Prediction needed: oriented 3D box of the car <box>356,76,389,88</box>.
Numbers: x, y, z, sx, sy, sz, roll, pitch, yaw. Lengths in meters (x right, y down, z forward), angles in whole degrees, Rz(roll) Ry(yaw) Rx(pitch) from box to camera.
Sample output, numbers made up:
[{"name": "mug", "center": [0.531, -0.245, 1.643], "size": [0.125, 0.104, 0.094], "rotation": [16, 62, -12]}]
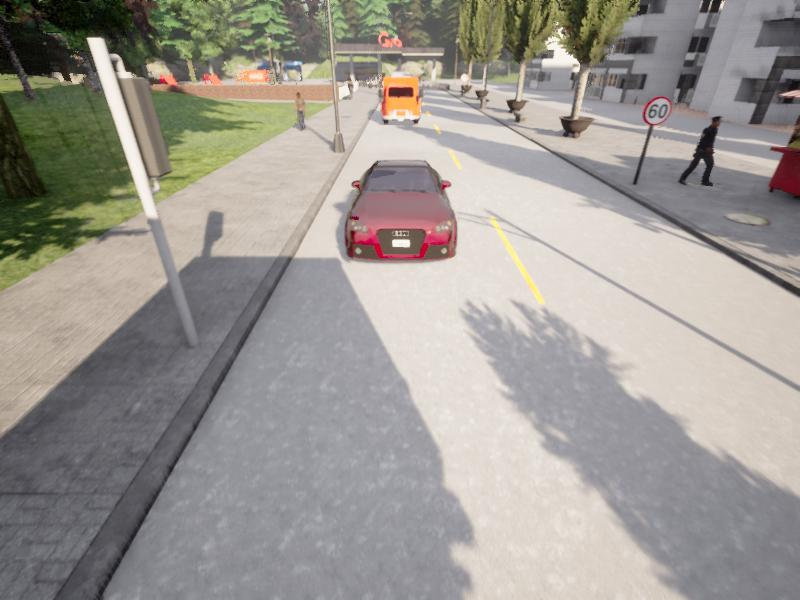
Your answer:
[{"name": "car", "center": [-4.503, -35.627, 65.360], "size": [4.974, 1.542, 2.038], "rotation": [12, 33, 20]}]

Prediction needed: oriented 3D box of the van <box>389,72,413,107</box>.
[{"name": "van", "center": [0.085, -19.140, 36.187], "size": [1.988, 2.561, 5.915], "rotation": [0, 30, 0]}]

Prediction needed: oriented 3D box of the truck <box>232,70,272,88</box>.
[{"name": "truck", "center": [-24.321, -36.445, 65.897], "size": [5.204, 2.467, 2.627], "rotation": [0, 30, 0]}]

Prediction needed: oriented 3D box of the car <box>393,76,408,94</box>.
[{"name": "car", "center": [0.055, -27.396, 50.933], "size": [1.905, 1.878, 3.866], "rotation": [0, 30, -1]}]

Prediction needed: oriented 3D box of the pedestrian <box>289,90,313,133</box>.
[{"name": "pedestrian", "center": [-4.962, -9.458, 20.060], "size": [0.751, 1.860, 0.751], "rotation": [3, 30, 5]}]

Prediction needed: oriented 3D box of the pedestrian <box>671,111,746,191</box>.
[{"name": "pedestrian", "center": [8.131, -3.949, 10.646], "size": [0.751, 1.860, 0.751], "rotation": [-6, 31, -11]}]

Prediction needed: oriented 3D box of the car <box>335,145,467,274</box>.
[{"name": "car", "center": [0.023, -2.092, 8.213], "size": [1.994, 1.385, 4.181], "rotation": [0, 30, 0]}]

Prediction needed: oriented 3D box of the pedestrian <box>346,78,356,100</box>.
[{"name": "pedestrian", "center": [-4.811, -20.639, 39.165], "size": [0.751, 1.860, 0.751], "rotation": [2, 30, 3]}]

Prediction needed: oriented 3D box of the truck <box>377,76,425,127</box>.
[{"name": "truck", "center": [0.050, -12.268, 24.521], "size": [2.627, 2.467, 5.204], "rotation": [0, 30, 0]}]
